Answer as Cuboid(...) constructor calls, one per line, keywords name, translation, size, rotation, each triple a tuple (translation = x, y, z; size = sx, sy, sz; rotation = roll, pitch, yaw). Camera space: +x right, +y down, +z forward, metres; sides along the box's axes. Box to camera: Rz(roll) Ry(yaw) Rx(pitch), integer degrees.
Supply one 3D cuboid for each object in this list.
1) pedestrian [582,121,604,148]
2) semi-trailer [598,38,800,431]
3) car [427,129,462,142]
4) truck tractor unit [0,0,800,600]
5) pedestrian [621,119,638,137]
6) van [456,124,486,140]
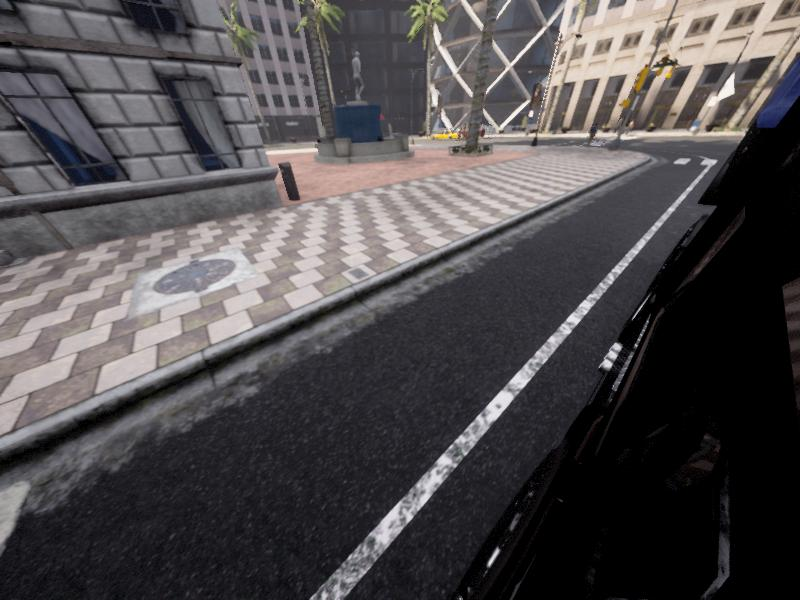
Cuboid(name="pedestrian", translation=(17.380, -14.892, 20.817), size=(0.751, 1.860, 0.751), rotation=(-30, 45, -32))
Cuboid(name="semi-trailer", translation=(8.711, -3.600, 4.210), size=(14.254, 4.402, 2.717), rotation=(-28, 44, -30))
Cuboid(name="car", translation=(7.460, -27.573, 38.665), size=(5.366, 1.575, 1.801), rotation=(16, 41, 23))
Cuboid(name="truck tractor unit", translation=(2.645, -0.295, 0.351), size=(6.516, 4.208, 3.053), rotation=(-28, 44, -30))
Cuboid(name="pedestrian", translation=(29.395, -22.044, 29.588), size=(0.751, 1.860, 0.751), rotation=(27, 46, 34))
Cuboid(name="van", translation=(12.080, -28.625, 39.429), size=(4.442, 1.987, 1.775), rotation=(19, 42, 27))
